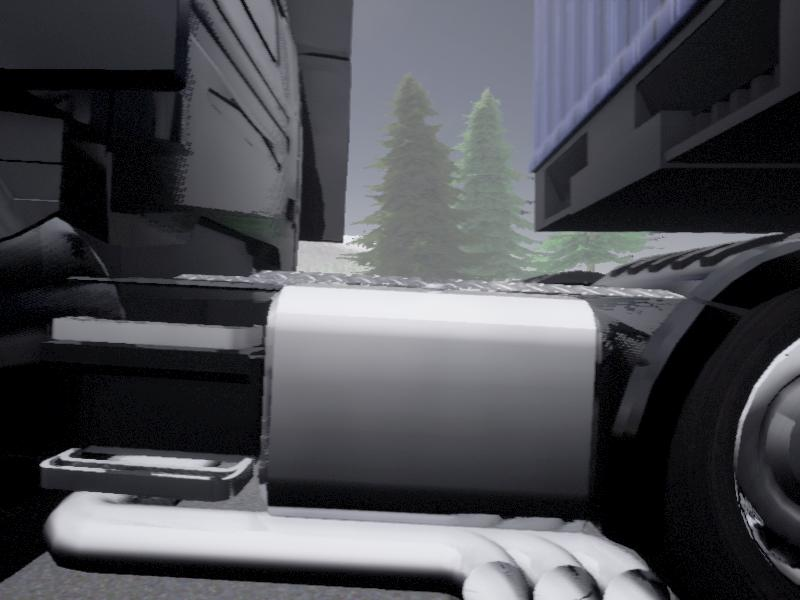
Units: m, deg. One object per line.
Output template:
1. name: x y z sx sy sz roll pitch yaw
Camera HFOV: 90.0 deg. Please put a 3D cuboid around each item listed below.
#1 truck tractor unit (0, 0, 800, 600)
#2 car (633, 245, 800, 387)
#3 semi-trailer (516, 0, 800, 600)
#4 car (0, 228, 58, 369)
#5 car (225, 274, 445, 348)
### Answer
1. truck tractor unit: 0.221 -1.121 2.171 6.516 4.208 3.053 0 0 0
2. car: 6.472 0.192 5.703 5.027 1.651 2.152 0 0 0
3. semi-trailer: 8.135 -1.203 2.080 14.254 4.402 2.717 0 0 1
4. car: -8.585 -0.045 5.707 5.566 2.045 2.150 0 0 0
5. car: -1.329 0.226 9.200 4.514 1.525 2.007 0 0 0
